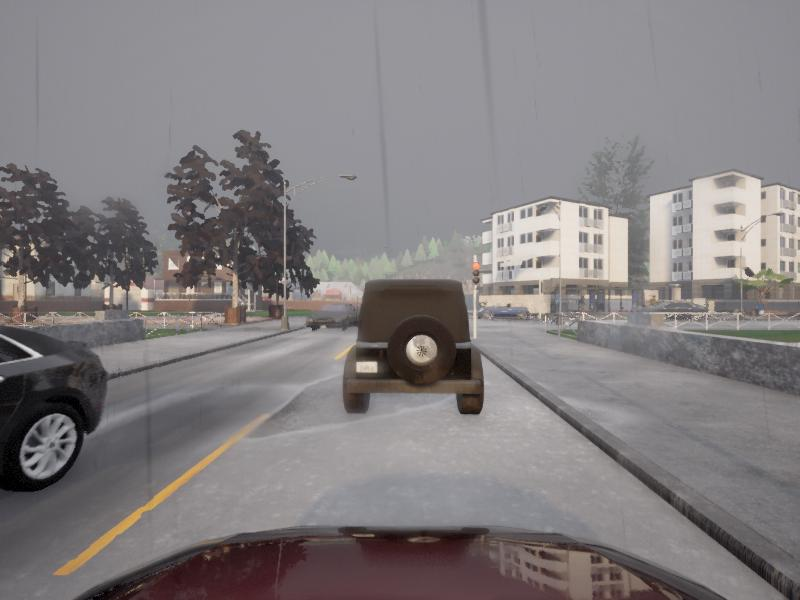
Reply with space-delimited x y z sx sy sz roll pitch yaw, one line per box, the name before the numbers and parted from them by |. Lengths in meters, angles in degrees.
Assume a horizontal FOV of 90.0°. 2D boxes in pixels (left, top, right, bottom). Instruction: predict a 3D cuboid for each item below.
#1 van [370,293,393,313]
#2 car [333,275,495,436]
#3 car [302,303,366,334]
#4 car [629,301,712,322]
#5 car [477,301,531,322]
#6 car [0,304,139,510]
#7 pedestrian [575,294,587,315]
van | -2.300 0.379 51.361 2.351 2.431 6.366 0 0 2
car | 0.220 0.646 6.640 1.905 1.878 3.866 0 0 2
car | -3.395 0.894 21.728 2.033 1.411 5.357 0 0 6
car | 20.120 0.845 29.935 4.892 1.490 1.837 0 0 2
car | 7.886 0.853 30.673 3.806 1.475 1.970 0 0 10
car | -3.937 0.841 2.067 1.837 1.490 4.892 0 1 2
pedestrian | 16.319 0.418 36.008 0.751 1.860 0.751 0 0 1
